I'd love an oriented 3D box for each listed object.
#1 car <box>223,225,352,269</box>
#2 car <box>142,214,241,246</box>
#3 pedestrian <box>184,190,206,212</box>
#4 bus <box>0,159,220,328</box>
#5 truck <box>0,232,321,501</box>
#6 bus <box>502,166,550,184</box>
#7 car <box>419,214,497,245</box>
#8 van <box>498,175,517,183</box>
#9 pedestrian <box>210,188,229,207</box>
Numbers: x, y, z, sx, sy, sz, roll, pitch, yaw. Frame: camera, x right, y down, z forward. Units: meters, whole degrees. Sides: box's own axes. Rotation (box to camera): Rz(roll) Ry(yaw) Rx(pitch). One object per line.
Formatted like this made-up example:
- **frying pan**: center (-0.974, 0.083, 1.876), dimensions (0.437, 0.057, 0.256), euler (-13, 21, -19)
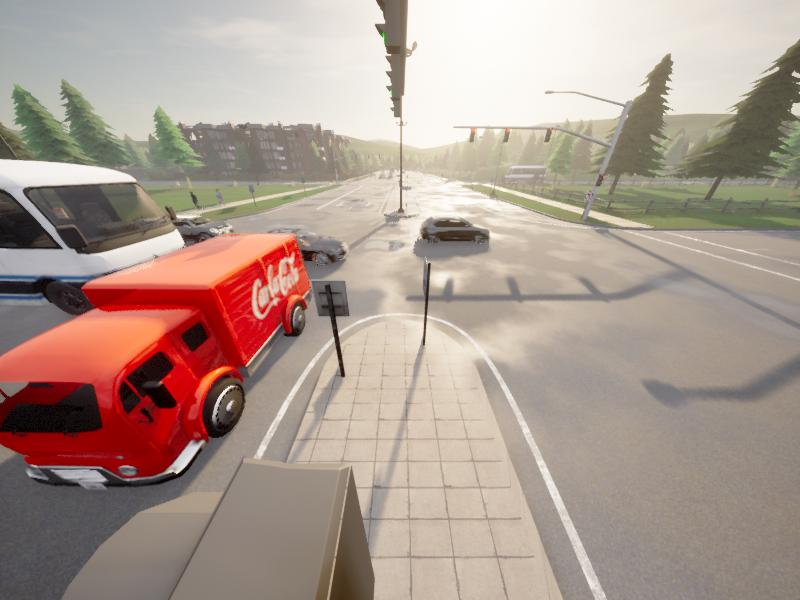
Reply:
- **car**: center (-5.028, -2.585, 11.072), dimensions (4.902, 1.511, 2.128), euler (0, 30, 0)
- **car**: center (-12.475, -4.308, 14.090), dimensions (3.806, 1.475, 1.970), euler (0, 30, 0)
- **pedestrian**: center (-20.318, -9.836, 22.928), dimensions (0.751, 1.860, 0.751), euler (4, 30, 6)
- **bus**: center (-13.088, -2.073, 7.430), dimensions (10.273, 4.253, 3.944), euler (1, 30, -1)
- **truck**: center (-3.995, 0.440, 4.880), dimensions (2.627, 2.467, 5.204), euler (0, 30, 1)
- **bus**: center (34.340, -34.392, 63.423), dimensions (10.273, 4.253, 3.944), euler (0, 30, 0)
- **car**: center (3.334, -4.335, 14.139), dimensions (4.193, 1.474, 1.816), euler (0, 30, 0)
- **van**: center (31.245, -35.221, 67.125), dimensions (4.442, 1.987, 1.775), euler (0, 30, 0)
- **pedestrian**: center (-19.721, -11.192, 25.278), dimensions (0.751, 1.860, 0.751), euler (1, 30, 2)
